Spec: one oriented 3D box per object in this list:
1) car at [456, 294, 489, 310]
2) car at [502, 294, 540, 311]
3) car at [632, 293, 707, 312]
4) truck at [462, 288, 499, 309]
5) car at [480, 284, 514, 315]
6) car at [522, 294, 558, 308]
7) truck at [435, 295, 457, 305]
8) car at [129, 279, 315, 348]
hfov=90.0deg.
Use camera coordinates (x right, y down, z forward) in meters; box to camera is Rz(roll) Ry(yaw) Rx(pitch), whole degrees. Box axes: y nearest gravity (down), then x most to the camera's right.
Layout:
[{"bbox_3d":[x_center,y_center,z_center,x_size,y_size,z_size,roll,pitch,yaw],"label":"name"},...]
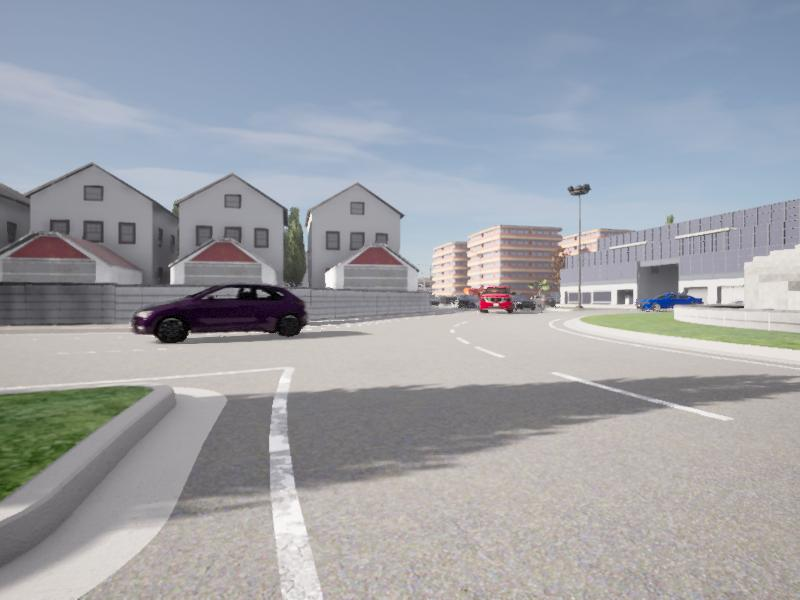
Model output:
[{"bbox_3d":[7.906,0.182,44.018,2.033,1.649,4.856,0,0,-10],"label":"car"},{"bbox_3d":[11.729,0.218,39.247,2.038,1.542,4.974,0,0,-2],"label":"car"},{"bbox_3d":[22.509,0.184,33.504,5.008,1.535,1.882,0,0,-1],"label":"car"},{"bbox_3d":[10.174,-0.278,50.891,2.627,2.467,5.204,0,3,-14],"label":"truck"},{"bbox_3d":[7.194,-0.034,29.248,2.150,2.045,5.566,0,0,17],"label":"car"},{"bbox_3d":[18.253,0.138,52.383,2.242,1.667,4.611,0,0,-17],"label":"car"},{"bbox_3d":[9.552,-0.042,83.431,2.390,2.098,6.274,0,0,-15],"label":"truck"},{"bbox_3d":[-4.583,0.274,10.550,4.193,1.474,1.816,0,0,-36],"label":"car"}]
